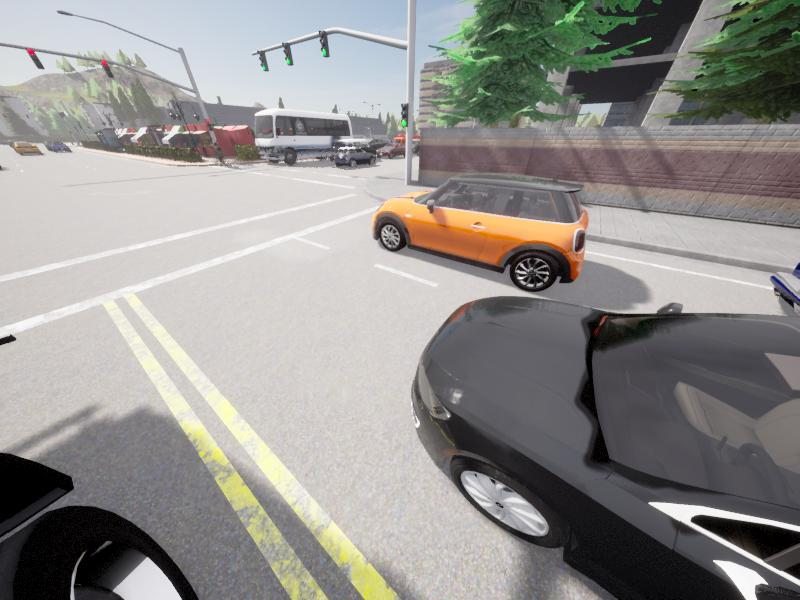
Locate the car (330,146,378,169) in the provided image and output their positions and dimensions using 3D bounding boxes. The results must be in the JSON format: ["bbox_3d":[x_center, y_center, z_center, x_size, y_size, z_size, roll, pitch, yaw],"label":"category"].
[{"bbox_3d":[-4.004,-12.896,20.817,1.970,1.475,3.806,22,40,28],"label":"car"}]

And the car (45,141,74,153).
[{"bbox_3d":[-55.709,-25.028,37.777,4.193,1.474,1.816,22,41,28],"label":"car"}]

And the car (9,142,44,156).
[{"bbox_3d":[-52.590,-21.354,32.529,5.008,1.535,1.882,22,40,27],"label":"car"}]

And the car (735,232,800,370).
[{"bbox_3d":[7.249,0.641,1.932,4.718,1.301,1.895,22,41,28],"label":"car"}]

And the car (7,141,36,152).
[{"bbox_3d":[-63.717,-25.849,38.832,5.008,1.535,1.882,22,41,28],"label":"car"}]

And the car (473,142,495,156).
[{"bbox_3d":[13.240,-23.744,36.227,1.851,1.617,3.988,22,41,28],"label":"car"}]

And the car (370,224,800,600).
[{"bbox_3d":[2.365,1.036,1.164,4.892,1.490,1.837,22,41,28],"label":"car"}]

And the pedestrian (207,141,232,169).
[{"bbox_3d":[-14.881,-11.969,19.057,0.751,1.860,0.751,19,39,25],"label":"pedestrian"}]

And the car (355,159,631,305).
[{"bbox_3d":[1.514,-1.895,5.059,4.553,1.767,2.097,22,41,28],"label":"car"}]

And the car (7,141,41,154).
[{"bbox_3d":[-58.111,-23.554,35.663,4.792,1.488,2.163,22,41,28],"label":"car"}]

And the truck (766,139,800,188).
[{"bbox_3d":[22.654,-6.918,11.474,2.615,2.467,5.204,22,41,28],"label":"truck"}]

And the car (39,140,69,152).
[{"bbox_3d":[-61.060,-27.266,40.785,4.856,1.649,2.033,22,41,28],"label":"car"}]

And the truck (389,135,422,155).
[{"bbox_3d":[0.910,-24.496,36.453,2.627,2.467,5.204,22,41,28],"label":"truck"}]

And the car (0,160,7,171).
[{"bbox_3d":[-33.607,-11.124,18.187,4.792,1.488,2.163,22,41,28],"label":"car"}]

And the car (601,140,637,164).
[{"bbox_3d":[22.117,-15.102,23.540,1.905,1.878,3.866,22,41,28],"label":"car"}]

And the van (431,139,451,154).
[{"bbox_3d":[7.025,-26.356,39.563,1.775,1.987,4.442,18,39,24],"label":"van"}]

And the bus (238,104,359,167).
[{"bbox_3d":[-9.334,-16.574,23.593,3.944,4.253,10.273,22,41,28],"label":"bus"}]

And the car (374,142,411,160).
[{"bbox_3d":[-0.868,-19.117,29.545,2.152,1.651,5.027,22,40,28],"label":"car"}]

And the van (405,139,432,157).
[{"bbox_3d":[2.681,-22.218,33.656,1.775,1.987,4.442,22,41,28],"label":"van"}]

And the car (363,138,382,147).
[{"bbox_3d":[-6.954,-39.892,58.599,4.605,1.855,1.932,22,41,28],"label":"car"}]

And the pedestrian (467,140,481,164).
[{"bbox_3d":[6.874,-13.828,21.577,0.751,1.860,0.751,20,40,26],"label":"pedestrian"}]

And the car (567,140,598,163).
[{"bbox_3d":[19.706,-16.079,24.911,1.905,1.878,3.866,22,41,28],"label":"car"}]

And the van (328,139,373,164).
[{"bbox_3d":[-5.050,-15.856,24.523,2.069,2.038,4.480,19,39,24],"label":"van"}]

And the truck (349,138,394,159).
[{"bbox_3d":[-3.670,-20.530,31.118,2.390,2.098,6.274,22,40,28],"label":"truck"}]
